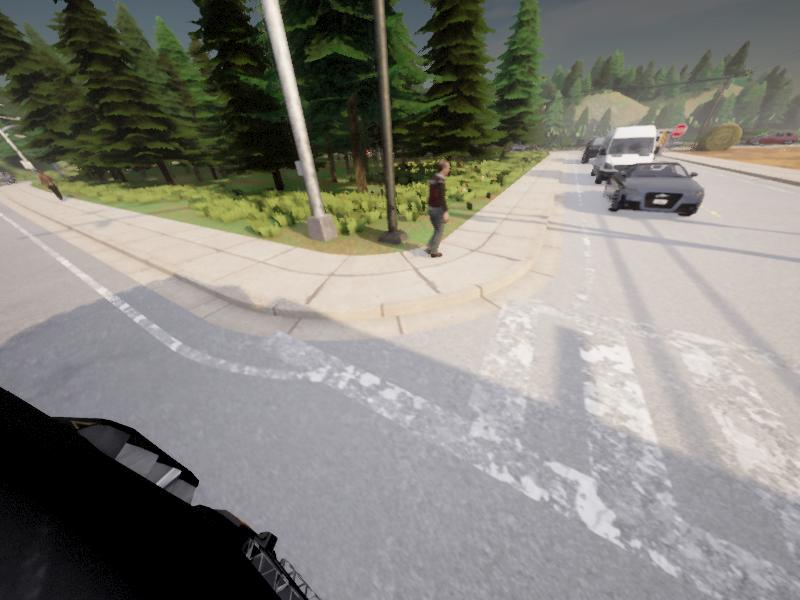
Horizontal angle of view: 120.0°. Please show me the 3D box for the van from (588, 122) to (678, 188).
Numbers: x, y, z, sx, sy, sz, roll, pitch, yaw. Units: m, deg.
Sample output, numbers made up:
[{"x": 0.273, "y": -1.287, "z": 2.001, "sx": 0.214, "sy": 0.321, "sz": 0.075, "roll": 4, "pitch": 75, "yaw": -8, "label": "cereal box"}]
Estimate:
[{"x": 12.537, "y": -8.211, "z": 13.047, "sx": 1.988, "sy": 2.561, "sz": 5.915, "roll": 17, "pitch": 38, "yaw": 27, "label": "van"}]

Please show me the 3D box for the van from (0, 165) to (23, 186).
[{"x": -57.936, "y": -17.282, "z": 32.375, "sx": 2.351, "sy": 2.431, "sz": 6.366, "roll": -20, "pitch": 37, "yaw": -24, "label": "van"}]

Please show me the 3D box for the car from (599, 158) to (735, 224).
[{"x": 8.705, "y": -4.034, "z": 8.124, "sx": 1.994, "sy": 1.385, "sz": 4.181, "roll": 17, "pitch": 38, "yaw": 27, "label": "car"}]

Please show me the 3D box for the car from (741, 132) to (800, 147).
[{"x": 51.138, "y": -22.143, "z": 31.827, "sx": 4.193, "sy": 1.474, "sz": 1.816, "roll": 19, "pitch": 39, "yaw": 29, "label": "car"}]

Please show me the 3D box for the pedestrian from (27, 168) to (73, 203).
[{"x": -21.849, "y": -7.161, "z": 14.460, "sx": 0.751, "sy": 1.860, "sz": 0.751, "roll": 18, "pitch": 39, "yaw": 28, "label": "pedestrian"}]

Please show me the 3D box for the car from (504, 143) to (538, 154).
[{"x": 23.241, "y": -29.224, "z": 44.563, "sx": 5.238, "sy": 1.638, "sz": 1.930, "roll": 19, "pitch": 39, "yaw": 29, "label": "car"}]

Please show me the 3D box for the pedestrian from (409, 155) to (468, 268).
[{"x": 0.675, "y": -1.689, "z": 4.468, "sx": 0.751, "sy": 1.860, "sz": 0.751, "roll": -12, "pitch": 35, "yaw": -14, "label": "pedestrian"}]

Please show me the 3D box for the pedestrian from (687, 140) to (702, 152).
[{"x": 34.200, "y": -17.891, "z": 26.851, "sx": 0.500, "sy": 1.100, "sz": 0.500, "roll": 1, "pitch": 34, "yaw": 6, "label": "pedestrian"}]

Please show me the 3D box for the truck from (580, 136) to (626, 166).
[{"x": 19.433, "y": -14.563, "z": 22.449, "sx": 2.390, "sy": 2.098, "sz": 6.274, "roll": 17, "pitch": 39, "yaw": 27, "label": "truck"}]

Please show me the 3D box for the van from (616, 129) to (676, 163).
[{"x": 23.931, "y": -15.296, "z": 22.899, "sx": 2.351, "sy": 2.431, "sz": 6.366, "roll": 17, "pitch": 38, "yaw": 27, "label": "van"}]
